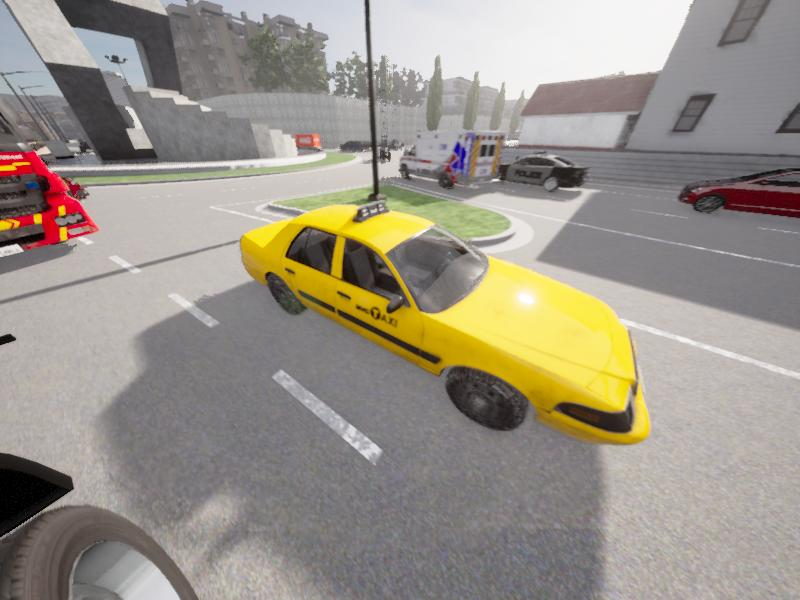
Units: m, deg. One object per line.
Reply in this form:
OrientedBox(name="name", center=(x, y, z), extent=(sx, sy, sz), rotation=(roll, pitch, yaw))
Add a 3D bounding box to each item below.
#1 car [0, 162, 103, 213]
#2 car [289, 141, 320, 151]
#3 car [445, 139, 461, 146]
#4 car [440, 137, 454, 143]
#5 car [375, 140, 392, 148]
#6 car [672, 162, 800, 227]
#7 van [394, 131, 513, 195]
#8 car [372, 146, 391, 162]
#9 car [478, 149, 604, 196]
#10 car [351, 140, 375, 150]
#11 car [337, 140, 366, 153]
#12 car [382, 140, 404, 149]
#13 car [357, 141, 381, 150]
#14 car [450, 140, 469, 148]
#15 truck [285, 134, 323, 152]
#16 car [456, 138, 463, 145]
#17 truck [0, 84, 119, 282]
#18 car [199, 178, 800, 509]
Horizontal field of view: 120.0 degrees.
OrientedBox(name="car", center=(-14.836, -4.372, 8.813), extent=(4.181, 1.385, 1.994), rotation=(4, 35, 6))
OrientedBox(name="car", center=(-17.988, -29.262, 43.764), extent=(5.008, 1.535, 1.882), rotation=(7, 36, 9))
OrientedBox(name="car", center=(15.091, -45.073, 66.103), extent=(1.801, 1.575, 5.366), rotation=(27, 43, 32))
OrientedBox(name="car", center=(17.232, -59.209, 85.293), extent=(4.674, 1.442, 1.812), rotation=(32, 46, 30))
OrientedBox(name="car", center=(-3.744, -35.737, 52.957), extent=(1.845, 1.501, 3.633), rotation=(27, 43, 33))
OrientedBox(name="car", center=(12.386, -3.518, 7.620), extent=(4.193, 1.474, 1.816), rotation=(29, 45, 35))
OrientedBox(name="van", center=(2.392, -7.818, 12.823), extent=(2.351, 2.431, 6.366), rotation=(-22, 41, -28))
OrientedBox(name="car", center=(-2.141, -16.408, 25.901), extent=(1.895, 1.301, 4.718), rotation=(-3, 35, -4))
OrientedBox(name="car", center=(7.155, -7.050, 12.439), extent=(1.930, 1.638, 5.238), rotation=(-24, 42, -30))
OrientedBox(name="car", center=(-7.836, -33.138, 49.276), extent=(2.038, 1.542, 4.974), rotation=(28, 44, 33))
OrientedBox(name="car", center=(-8.501, -27.019, 40.560), extent=(4.856, 1.649, 2.033), rotation=(26, 42, 31))
OrientedBox(name="car", center=(-1.445, -34.178, 50.767), extent=(2.038, 1.542, 4.974), rotation=(27, 43, 33))
OrientedBox(name="car", center=(-6.107, -31.237, 46.676), extent=(1.812, 1.442, 4.674), rotation=(28, 44, 34))
OrientedBox(name="car", center=(14.372, -37.535, 55.568), extent=(2.038, 1.542, 4.974), rotation=(27, 44, 32))
OrientedBox(name="truck", center=(-16.835, -27.551, 40.549), extent=(5.204, 2.467, 2.627), rotation=(9, 35, 12))
OrientedBox(name="car", center=(19.524, -52.458, 76.213), extent=(1.905, 1.878, 3.866), rotation=(7, 36, 10))
OrientedBox(name="truck", center=(-11.526, -2.789, 4.466), extent=(8.468, 3.827, 2.891), rotation=(9, 36, 12))
OrientedBox(name="car", center=(-0.108, -0.405, 3.087), extent=(5.366, 1.575, 1.801), rotation=(22, 41, 27))
